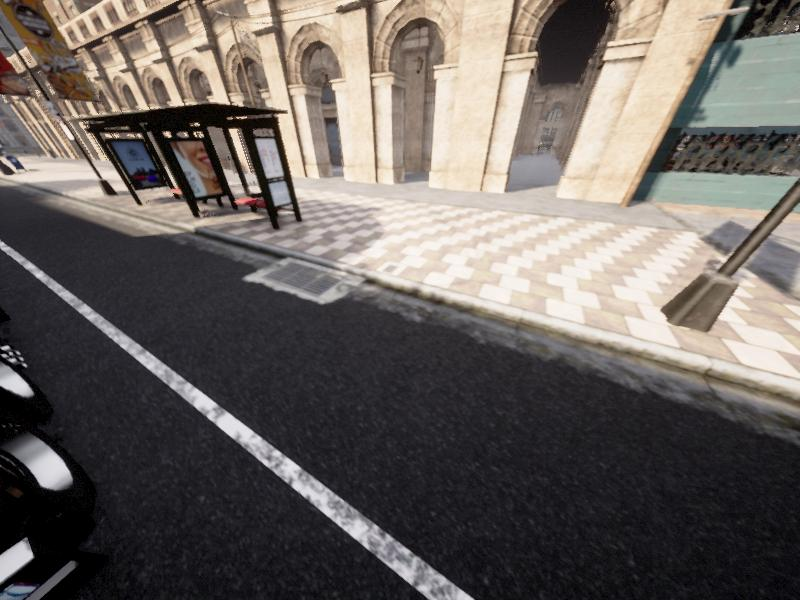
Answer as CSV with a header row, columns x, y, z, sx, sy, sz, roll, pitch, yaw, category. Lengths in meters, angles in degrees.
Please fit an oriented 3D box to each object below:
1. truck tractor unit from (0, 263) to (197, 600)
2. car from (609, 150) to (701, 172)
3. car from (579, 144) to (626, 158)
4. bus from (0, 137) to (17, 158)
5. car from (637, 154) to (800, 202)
x,y,z,sx,sy,sz,roll,pitch,yaw,category
-5.110,-0.302,0.780,6.516,4.208,3.053,18,39,24,truck tractor unit
20.724,-11.584,19.110,4.718,1.301,1.895,17,38,23,car
28.581,-21.226,32.832,4.514,1.523,2.007,17,38,23,car
-69.481,-24.024,35.436,3.944,4.253,10.273,-5,35,-3,bus
14.934,-5.857,10.837,4.786,1.482,2.161,17,38,23,car
